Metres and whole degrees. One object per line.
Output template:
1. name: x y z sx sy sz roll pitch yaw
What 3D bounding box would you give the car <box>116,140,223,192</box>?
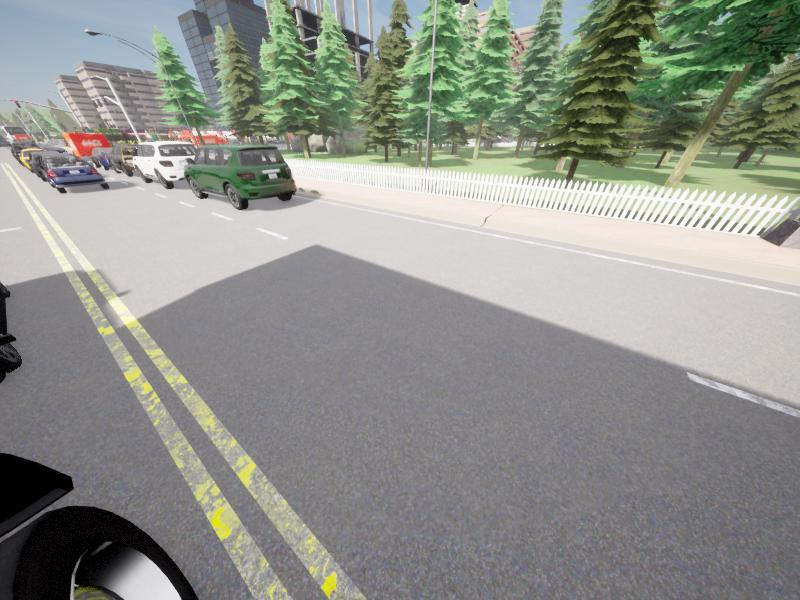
1. car: -12.733 -7.550 12.774 5.566 2.045 2.150 22 40 27

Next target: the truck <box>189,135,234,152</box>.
1. truck: -33.835 -28.311 41.736 2.627 2.467 5.204 21 40 26

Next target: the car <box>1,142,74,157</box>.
1. car: -48.753 -20.388 31.244 4.792 1.488 2.163 -11 37 -16

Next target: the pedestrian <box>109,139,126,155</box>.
1. pedestrian: -40.912 -22.174 33.465 0.751 1.860 0.751 -23 41 -30

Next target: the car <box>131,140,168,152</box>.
1. car: -45.123 -27.846 41.749 1.851 1.617 3.988 22 41 28

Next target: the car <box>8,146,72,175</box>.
1. car: -27.631 -10.827 17.726 5.366 1.575 1.801 22 40 27

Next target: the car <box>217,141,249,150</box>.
1. car: -35.239 -32.792 48.908 2.038 1.542 4.974 21 40 26

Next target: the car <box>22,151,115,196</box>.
1. car: -16.645 -6.461 11.626 3.705 1.549 1.789 22 40 27

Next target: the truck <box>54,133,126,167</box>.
1. truck: -29.379 -14.325 21.908 5.204 2.467 2.627 22 40 27

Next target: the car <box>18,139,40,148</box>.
1. car: -87.213 -36.917 54.305 5.238 1.638 1.930 22 40 27

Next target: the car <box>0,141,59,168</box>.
1. car: -33.447 -13.256 20.875 4.605 1.855 1.932 22 40 27

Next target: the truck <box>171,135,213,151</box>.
1. truck: -41.373 -31.442 46.142 2.627 2.467 5.204 20 40 26

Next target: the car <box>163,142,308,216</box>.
1. car: -6.699 -5.162 9.424 5.566 2.045 2.150 21 40 27

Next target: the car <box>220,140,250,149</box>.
1. car: -36.970 -35.015 51.952 2.033 1.649 4.856 21 40 26

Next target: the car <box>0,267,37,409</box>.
1. car: -6.037 0.219 2.300 3.806 1.475 1.970 22 41 28

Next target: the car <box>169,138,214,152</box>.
1. car: -39.284 -29.414 43.634 2.150 2.045 5.566 21 40 26

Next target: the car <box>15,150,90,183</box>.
1. car: -21.865 -8.496 14.549 4.193 1.474 1.816 22 40 27

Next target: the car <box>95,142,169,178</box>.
1. car: -18.721 -9.856 16.152 4.605 1.855 1.932 22 40 27

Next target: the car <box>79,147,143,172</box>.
1. car: -24.115 -11.832 19.264 4.792 1.488 2.163 22 40 27
